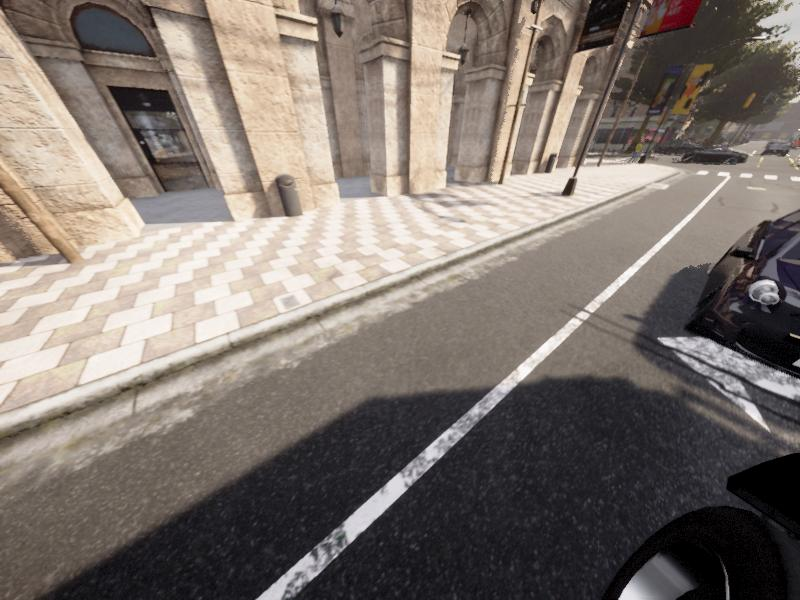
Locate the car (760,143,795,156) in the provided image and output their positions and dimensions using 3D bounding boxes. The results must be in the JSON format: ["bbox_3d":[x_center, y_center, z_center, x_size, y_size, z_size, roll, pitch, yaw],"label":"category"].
[{"bbox_3d":[50.893,-20.348,31.197,4.181,1.385,1.994,-24,41,-30],"label":"car"}]

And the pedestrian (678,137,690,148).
[{"bbox_3d":[60.379,-33.564,49.173,0.751,1.860,0.751,-23,41,-28],"label":"pedestrian"}]

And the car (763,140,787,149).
[{"bbox_3d":[78.542,-32.640,48.387,4.902,1.511,2.128,-24,41,-30],"label":"car"}]

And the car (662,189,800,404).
[{"bbox_3d":[5.451,-0.243,2.908,3.633,1.501,1.845,-24,41,-30],"label":"car"}]

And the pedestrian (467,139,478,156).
[{"bbox_3d":[9.620,-20.287,30.721,0.751,1.860,0.751,-22,41,-28],"label":"pedestrian"}]

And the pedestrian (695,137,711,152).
[{"bbox_3d":[46.456,-23.800,35.419,0.751,1.860,0.751,-29,44,-34],"label":"pedestrian"}]

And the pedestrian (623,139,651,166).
[{"bbox_3d":[20.309,-12.650,19.794,0.751,1.860,0.751,-15,38,-20],"label":"pedestrian"}]

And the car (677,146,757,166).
[{"bbox_3d":[30.112,-13.797,22.080,1.994,1.385,4.181,-24,41,-29],"label":"car"}]

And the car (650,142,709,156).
[{"bbox_3d":[39.172,-21.309,32.548,2.128,1.511,4.902,-24,41,-29],"label":"car"}]

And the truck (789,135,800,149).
[{"bbox_3d":[80.073,-31.205,45.443,5.204,2.467,2.627,-24,41,-30],"label":"truck"}]
